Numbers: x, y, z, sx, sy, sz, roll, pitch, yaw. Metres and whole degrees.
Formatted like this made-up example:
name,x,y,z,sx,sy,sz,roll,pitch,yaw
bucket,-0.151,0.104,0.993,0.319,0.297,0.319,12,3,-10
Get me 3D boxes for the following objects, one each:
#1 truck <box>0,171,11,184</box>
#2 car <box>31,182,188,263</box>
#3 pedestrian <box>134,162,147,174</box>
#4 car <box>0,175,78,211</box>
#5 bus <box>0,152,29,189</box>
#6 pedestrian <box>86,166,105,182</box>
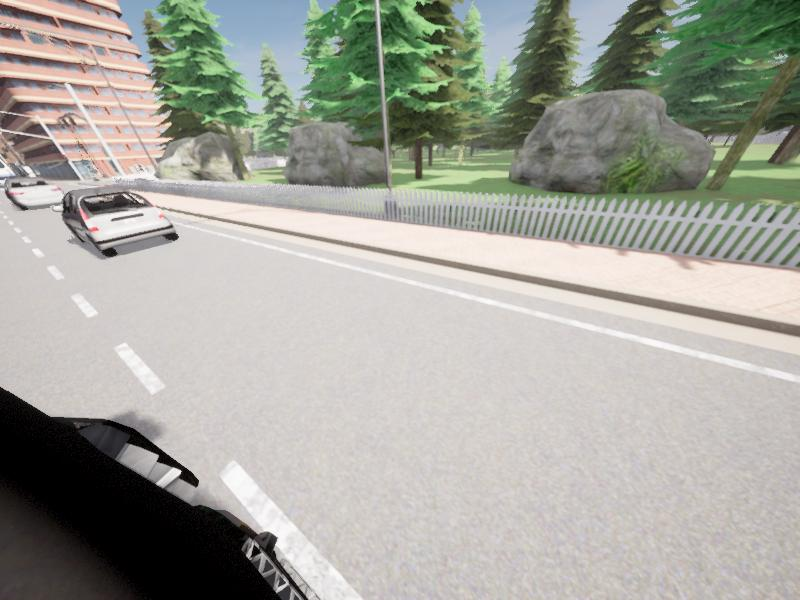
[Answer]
name,x,y,z,sx,sy,sz,roll,pitch,yaw
truck,-74.643,-23.084,41.502,8.468,3.827,2.891,17,38,27
car,-9.029,-2.623,7.225,3.988,1.617,1.851,17,38,27
pedestrian,-45.894,-23.298,40.827,0.751,1.860,0.751,26,43,36
car,-24.118,-7.143,15.233,4.611,1.667,2.242,17,38,27
bus,-57.248,-17.994,32.000,10.273,4.253,3.944,17,38,27
pedestrian,-41.943,-17.394,31.850,0.751,1.860,0.751,23,41,33
